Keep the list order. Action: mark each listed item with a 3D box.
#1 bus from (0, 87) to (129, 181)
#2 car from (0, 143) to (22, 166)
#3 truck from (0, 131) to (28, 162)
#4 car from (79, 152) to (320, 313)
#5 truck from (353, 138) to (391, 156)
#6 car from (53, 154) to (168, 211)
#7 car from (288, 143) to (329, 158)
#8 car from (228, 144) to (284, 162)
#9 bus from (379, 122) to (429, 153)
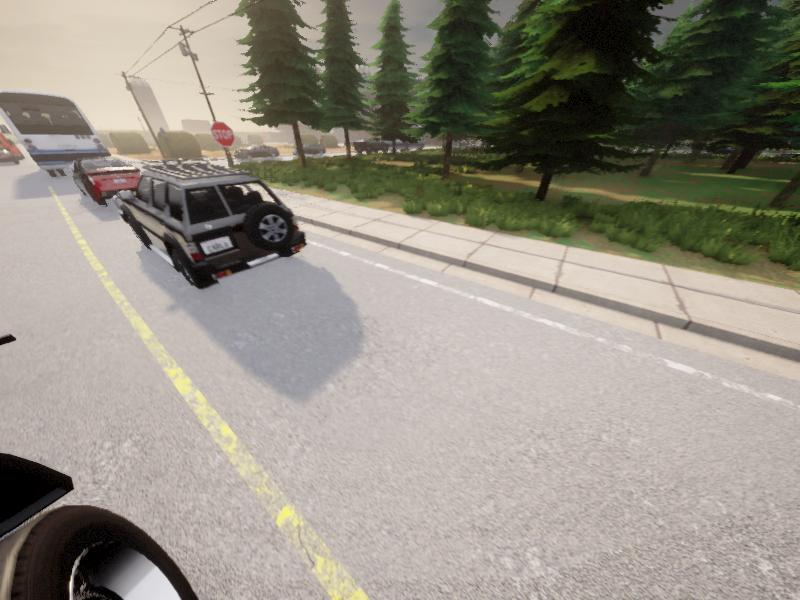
[{"bbox_3d":[-24.309,-11.412,16.191,10.273,4.253,3.944,23,41,29],"label":"bus"},{"bbox_3d":[-36.795,-13.318,21.054,3.988,1.617,1.851,23,41,29],"label":"car"},{"bbox_3d":[-42.299,-16.090,24.143,5.204,2.467,2.627,25,42,28],"label":"truck"},{"bbox_3d":[-4.111,-1.813,4.804,4.605,1.855,1.932,23,41,28],"label":"car"},{"bbox_3d":[-4.310,-24.289,36.526,2.390,2.098,6.274,21,40,27],"label":"truck"},{"bbox_3d":[-12.162,-5.111,9.707,4.514,1.525,2.007,23,41,29],"label":"car"},{"bbox_3d":[-12.481,-20.705,31.882,2.128,1.511,4.902,21,40,27],"label":"car"},{"bbox_3d":[-16.586,-17.208,26.891,2.128,1.511,4.902,21,40,27],"label":"car"},{"bbox_3d":[1.000,-29.810,42.532,3.944,4.253,10.273,21,40,27],"label":"bus"}]
